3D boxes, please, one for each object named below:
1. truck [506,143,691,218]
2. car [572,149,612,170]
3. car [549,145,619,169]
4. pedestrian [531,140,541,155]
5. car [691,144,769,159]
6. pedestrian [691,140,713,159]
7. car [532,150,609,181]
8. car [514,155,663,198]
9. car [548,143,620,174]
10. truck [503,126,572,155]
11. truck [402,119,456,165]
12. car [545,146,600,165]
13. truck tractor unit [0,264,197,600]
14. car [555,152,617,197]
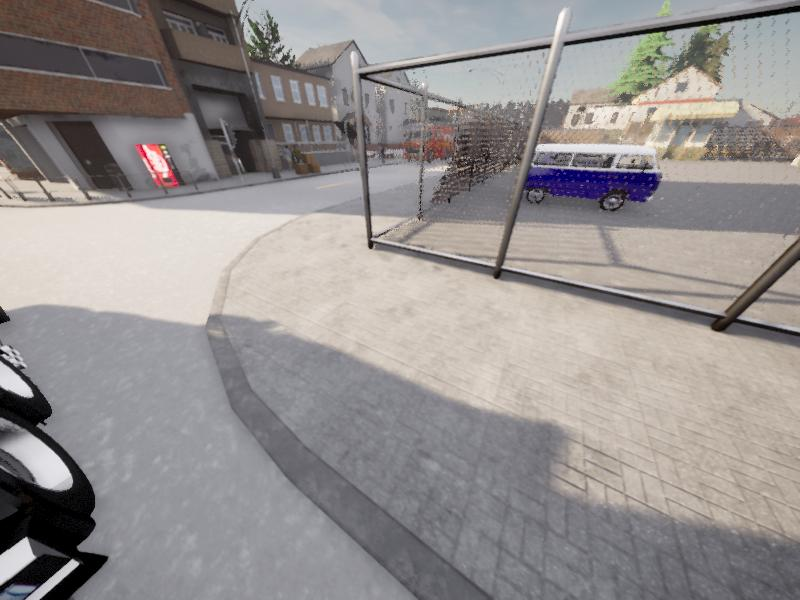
[{"bbox_3d":[6.878,-4.740,8.826,4.478,2.038,2.069,18,39,24],"label":"truck"},{"bbox_3d":[16.188,-11.981,19.631,2.207,1.379,1.481,18,39,24],"label":"car"},{"bbox_3d":[16.725,-13.299,21.333,4.611,1.667,2.242,18,39,24],"label":"car"},{"bbox_3d":[20.401,-22.847,34.712,0.751,1.860,0.751,12,37,17],"label":"pedestrian"},{"bbox_3d":[42.153,-19.176,29.737,5.366,1.575,1.801,18,39,24],"label":"car"},{"bbox_3d":[36.014,-17.962,27.579,0.751,1.860,0.751,20,40,26],"label":"pedestrian"},{"bbox_3d":[10.991,-8.901,15.193,3.633,1.501,1.845,18,39,24],"label":"car"},{"bbox_3d":[9.005,-6.407,11.743,5.357,1.415,2.033,18,39,24],"label":"car"},{"bbox_3d":[14.356,-11.323,18.337,3.866,1.878,1.905,18,39,24],"label":"car"},{"bbox_3d":[22.341,-26.294,38.142,8.468,3.827,2.891,2,35,3],"label":"truck"},{"bbox_3d":[3.539,-18.421,27.017,2.891,3.827,8.468,18,39,24],"label":"truck"},{"bbox_3d":[17.676,-15.029,23.923,4.193,1.474,1.816,18,39,24],"label":"car"},{"bbox_3d":[-5.111,-0.301,0.778,6.516,4.208,3.053,18,39,24],"label":"truck tractor unit"},{"bbox_3d":[9.257,-6.533,11.796,1.789,1.547,3.705,18,39,24],"label":"car"}]
